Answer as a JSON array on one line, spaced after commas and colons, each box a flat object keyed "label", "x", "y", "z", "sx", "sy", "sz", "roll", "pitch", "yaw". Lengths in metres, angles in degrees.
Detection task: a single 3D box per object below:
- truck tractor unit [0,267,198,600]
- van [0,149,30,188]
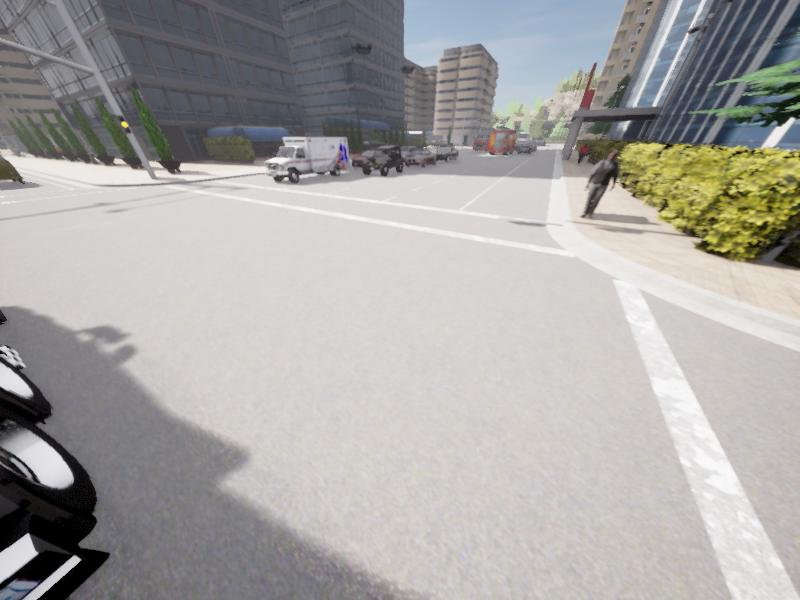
[{"label": "truck tractor unit", "x": -5.121, "y": -0.291, "z": 0.771, "sx": 6.516, "sy": 4.208, "sz": 3.053, "roll": 18, "pitch": 39, "yaw": 24}, {"label": "van", "x": -26.265, "y": -8.420, "z": 14.614, "sx": 4.442, "sy": 1.987, "sz": 1.775, "roll": 18, "pitch": 39, "yaw": 24}]
